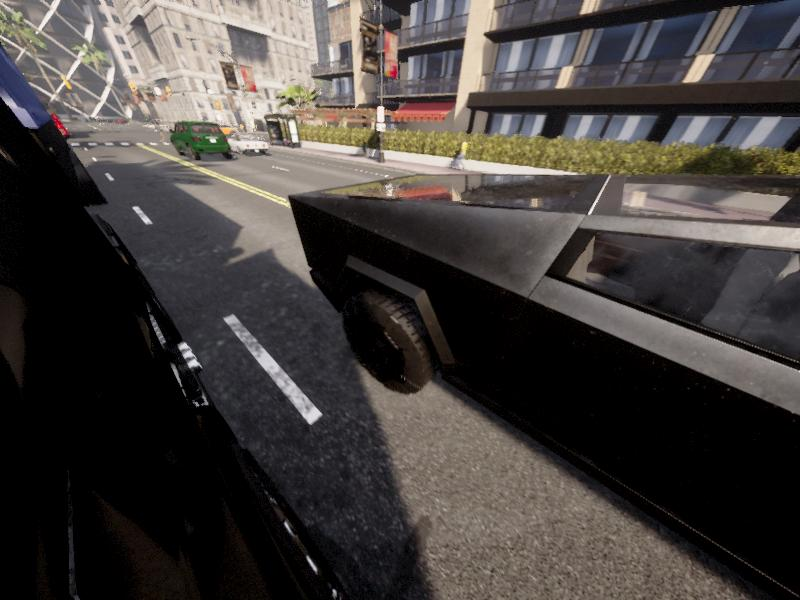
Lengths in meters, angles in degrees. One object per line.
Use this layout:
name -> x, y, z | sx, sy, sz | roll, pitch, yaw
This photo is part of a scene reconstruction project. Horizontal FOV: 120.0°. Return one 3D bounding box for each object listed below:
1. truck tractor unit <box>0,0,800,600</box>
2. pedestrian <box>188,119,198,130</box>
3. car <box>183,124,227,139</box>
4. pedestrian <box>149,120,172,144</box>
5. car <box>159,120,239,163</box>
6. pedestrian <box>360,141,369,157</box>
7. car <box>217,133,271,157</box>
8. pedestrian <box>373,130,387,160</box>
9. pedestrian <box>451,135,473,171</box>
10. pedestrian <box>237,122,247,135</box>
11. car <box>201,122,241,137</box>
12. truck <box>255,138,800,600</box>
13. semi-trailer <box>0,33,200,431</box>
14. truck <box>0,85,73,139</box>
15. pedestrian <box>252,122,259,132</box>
truck tractor unit -> -2.645, -0.295, 0.351 | 6.516, 4.208, 3.053 | 28, 44, 30
pedestrian -> -43.974, -37.238, 49.128 | 0.751, 1.860, 0.751 | 21, 40, 23
car -> -28.372, -24.683, 33.811 | 4.514, 1.525, 2.007 | -17, 41, -25
pedestrian -> -23.866, -16.738, 23.066 | 0.751, 1.860, 0.751 | 26, 42, 28
car -> -13.709, -10.896, 15.745 | 5.566, 2.045, 2.150 | 27, 43, 30
pedestrian -> -2.981, -12.576, 19.247 | 0.500, 1.100, 0.500 | 26, 42, 28
car -> -12.946, -12.918, 19.164 | 4.718, 1.301, 1.895 | 29, 44, 30
pedestrian -> -1.577, -12.168, 18.153 | 0.751, 1.860, 0.751 | 28, 44, 30
pedestrian -> 3.907, -9.264, 14.604 | 0.751, 1.860, 0.751 | 28, 43, 30
pedestrian -> -28.653, -31.186, 42.008 | 0.751, 1.860, 0.751 | 26, 42, 28
car -> -28.736, -27.342, 37.152 | 4.553, 1.767, 2.097 | -25, 45, -33
truck -> 2.011, 0.310, 1.642 | 6.274, 2.098, 2.390 | 27, 43, 29
semi-trailer -> -8.653, -3.628, 4.283 | 14.254, 4.402, 2.717 | 29, 44, 30
truck -> -37.347, -19.002, 23.598 | 8.468, 3.827, 2.891 | 29, 44, 30
pedestrian -> -35.385, -42.374, 56.647 | 0.751, 1.860, 0.751 | 30, 44, 32
